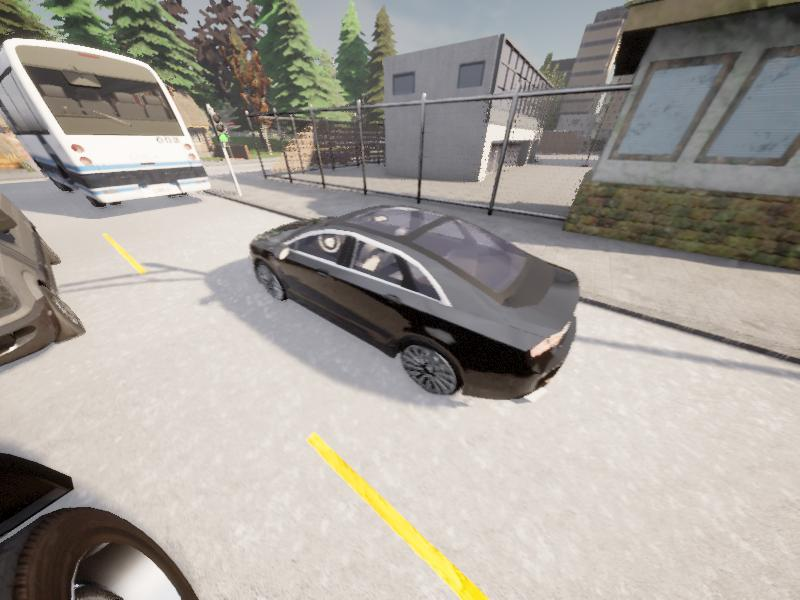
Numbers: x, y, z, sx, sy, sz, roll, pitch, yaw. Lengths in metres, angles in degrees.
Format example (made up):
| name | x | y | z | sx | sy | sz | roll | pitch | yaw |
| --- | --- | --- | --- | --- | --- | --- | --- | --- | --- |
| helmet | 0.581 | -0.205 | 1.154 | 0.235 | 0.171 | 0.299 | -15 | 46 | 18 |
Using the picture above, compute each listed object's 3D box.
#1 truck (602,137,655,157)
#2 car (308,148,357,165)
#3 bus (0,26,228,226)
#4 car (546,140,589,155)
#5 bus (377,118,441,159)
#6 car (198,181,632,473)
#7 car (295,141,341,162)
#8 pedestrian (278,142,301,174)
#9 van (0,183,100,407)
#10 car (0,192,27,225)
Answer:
| name | x | y | z | sx | sy | sz | roll | pitch | yaw |
| --- | --- | --- | --- | --- | --- | --- | --- | --- | --- |
| truck | 35.394 | -23.931 | 36.121 | 5.204 | 2.467 | 2.627 | 22 | 41 | 28 |
| car | -7.005 | -15.245 | 24.420 | 1.895 | 1.301 | 4.718 | 23 | 41 | 29 |
| bus | -12.689 | -6.573 | 9.466 | 10.273 | 4.253 | 3.944 | 20 | 39 | 26 |
| car | 28.918 | -26.456 | 40.017 | 5.566 | 2.045 | 2.150 | 23 | 41 | 28 |
| bus | 1.652 | -23.404 | 33.538 | 3.944 | 4.253 | 10.273 | 23 | 41 | 28 |
| car | -0.334 | -0.515 | 3.340 | 4.902 | 1.511 | 2.128 | 23 | 41 | 28 |
| car | -9.487 | -17.487 | 27.081 | 1.932 | 1.855 | 4.605 | 22 | 40 | 27 |
| pedestrian | -7.652 | -9.871 | 16.042 | 0.751 | 1.860 | 0.751 | 22 | 41 | 28 |
| van | -6.623 | -0.843 | 2.865 | 5.915 | 2.561 | 1.988 | 23 | 41 | 29 |
| car | -14.089 | -3.187 | 6.986 | 3.705 | 1.549 | 1.789 | 15 | 38 | 21 |
